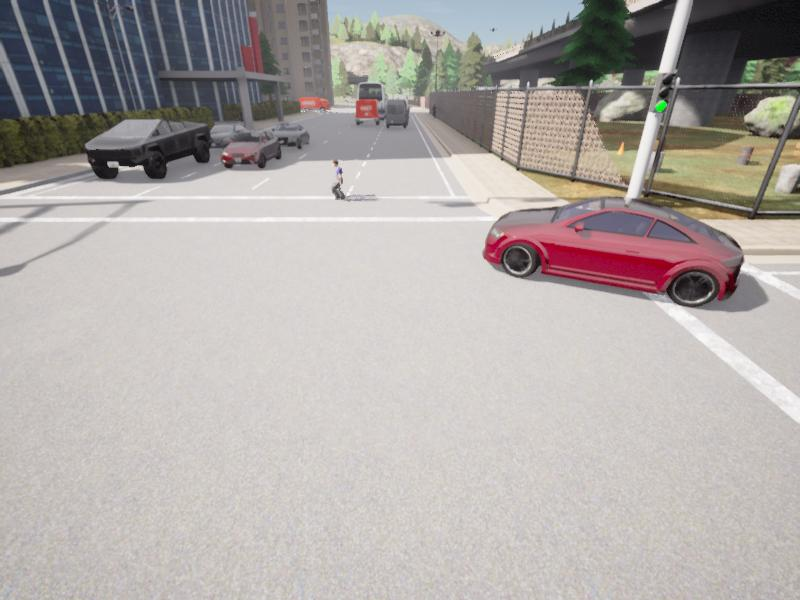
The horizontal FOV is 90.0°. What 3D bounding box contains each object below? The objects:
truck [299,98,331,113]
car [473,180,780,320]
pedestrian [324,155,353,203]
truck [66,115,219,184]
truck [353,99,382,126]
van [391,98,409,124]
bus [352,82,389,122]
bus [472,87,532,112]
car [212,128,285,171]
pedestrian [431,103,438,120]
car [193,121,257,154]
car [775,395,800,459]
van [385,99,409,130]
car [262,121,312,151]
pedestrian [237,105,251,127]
[{"bbox_3d":[-15.778,-36.435,74.760,5.204,2.467,2.627,0,27,0],"label":"truck"},{"bbox_3d":[3.727,-1.149,7.373,4.181,1.385,1.994,13,30,23],"label":"car"},{"bbox_3d":[-1.862,-3.729,12.324,0.751,1.300,0.751,-2,27,-4],"label":"pedestrian"},{"bbox_3d":[-10.483,-6.684,17.236,2.390,2.098,6.274,0,27,0],"label":"truck"},{"bbox_3d":[-3.471,-20.540,43.761,2.627,2.467,5.204,0,27,0],"label":"truck"},{"bbox_3d":[0.034,-22.645,47.789,1.988,2.561,5.915,0,27,0],"label":"van"},{"bbox_3d":[-3.589,-25.718,51.882,3.944,4.253,10.273,0,27,0],"label":"bus"},{"bbox_3d":[19.612,-38.837,77.523,10.273,4.253,3.944,0,27,0],"label":"bus"},{"bbox_3d":[-6.981,-7.226,18.976,1.816,1.474,4.193,0,27,0],"label":"car"},{"bbox_3d":[4.224,-23.181,49.191,0.751,1.860,0.751,-1,27,-3],"label":"pedestrian"},{"bbox_3d":[-10.479,-9.989,24.375,1.812,1.442,4.674,0,27,0],"label":"car"},{"bbox_3d":[6.054,1.137,2.624,4.611,1.667,2.242,0,27,-1],"label":"car"},{"bbox_3d":[-0.239,-18.815,40.344,1.988,2.561,5.915,2,27,3],"label":"van"},{"bbox_3d":[-6.988,-10.381,25.224,1.994,1.385,4.181,0,27,-1],"label":"car"},{"bbox_3d":[-15.201,-17.918,38.937,0.751,1.860,0.751,0,27,-1],"label":"pedestrian"}]
